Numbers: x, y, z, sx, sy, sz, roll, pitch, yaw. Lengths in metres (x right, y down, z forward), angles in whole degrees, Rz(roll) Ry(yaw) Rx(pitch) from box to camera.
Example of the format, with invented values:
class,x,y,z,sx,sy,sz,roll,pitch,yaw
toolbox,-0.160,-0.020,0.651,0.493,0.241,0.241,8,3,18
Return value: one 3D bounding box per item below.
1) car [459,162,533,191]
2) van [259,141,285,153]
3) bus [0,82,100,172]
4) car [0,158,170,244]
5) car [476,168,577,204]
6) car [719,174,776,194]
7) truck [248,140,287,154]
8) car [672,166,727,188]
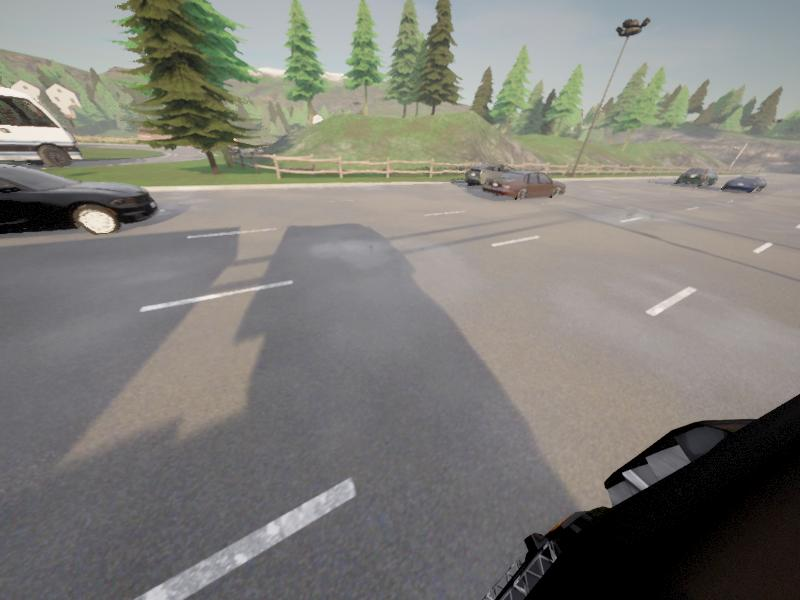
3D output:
class,x,y,z,sx,sy,sz,roll,pitch,yaw
car,6.693,-8.707,16.205,4.514,1.525,2.007,-15,37,-24
van,-27.368,-32.687,49.324,4.442,1.987,1.775,-14,37,-24
bus,-25.292,-9.226,12.072,3.944,4.253,10.273,13,35,14
car,-9.267,-2.370,5.424,5.008,1.535,1.882,-15,37,-24
car,7.188,-6.586,13.167,5.357,1.411,2.033,-15,37,-24
car,32.888,-11.063,21.903,4.181,1.385,1.994,-15,37,-24
truck,-26.542,-30.757,46.376,6.274,2.098,2.390,-14,37,-24
car,31.997,-13.199,24.670,4.553,1.767,2.097,-15,37,-24
